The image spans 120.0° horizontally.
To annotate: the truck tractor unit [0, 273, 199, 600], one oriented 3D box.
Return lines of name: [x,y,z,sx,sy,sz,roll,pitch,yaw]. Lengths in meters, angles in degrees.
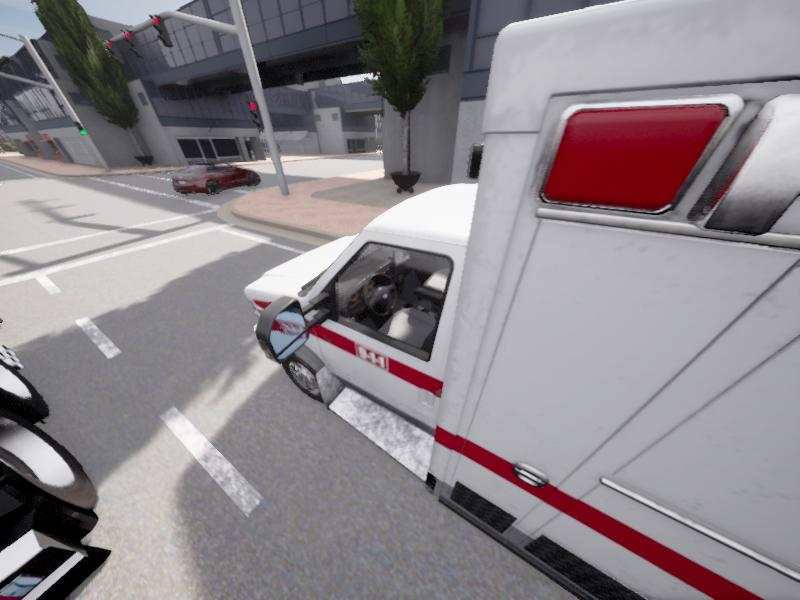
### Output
truck tractor unit: [-5.125,-0.287,0.754,6.516,4.208,3.053,18,39,23]

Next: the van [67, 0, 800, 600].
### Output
van: [1.600,0.303,1.425,6.366,2.431,2.351,18,39,24]

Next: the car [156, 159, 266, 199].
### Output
car: [-9.781,-6.695,12.494,1.994,1.385,4.181,8,36,12]
